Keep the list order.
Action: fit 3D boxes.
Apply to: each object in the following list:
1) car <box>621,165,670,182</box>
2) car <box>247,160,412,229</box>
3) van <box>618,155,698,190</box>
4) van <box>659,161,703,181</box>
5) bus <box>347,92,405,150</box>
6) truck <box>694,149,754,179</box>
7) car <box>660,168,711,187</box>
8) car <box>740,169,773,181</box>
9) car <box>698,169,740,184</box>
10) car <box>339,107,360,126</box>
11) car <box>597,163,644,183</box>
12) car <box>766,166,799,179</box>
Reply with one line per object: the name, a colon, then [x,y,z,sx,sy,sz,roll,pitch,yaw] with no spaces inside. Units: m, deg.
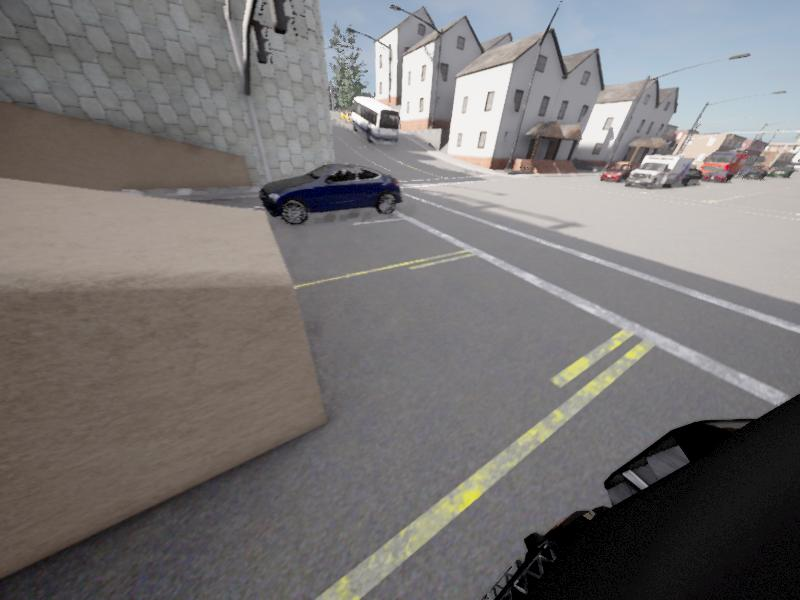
car: [28.692,-14.801,26.997,4.902,1.511,2.128,-15,37,-25]
car: [-2.273,-4.011,8.380,5.027,1.651,2.152,-18,39,-28]
van: [23.316,-11.556,20.879,6.366,2.431,2.351,-15,37,-25]
van: [38.087,-17.527,31.297,4.480,2.038,2.069,-15,37,-24]
bus: [-3.830,-25.323,32.611,3.944,4.253,10.273,-15,51,-25]
truck: [53.233,-22.301,37.986,8.468,3.827,2.891,-15,37,-25]
car: [30.068,-12.967,24.341,4.892,1.490,1.837,-15,37,-25]
car: [57.806,-20.357,37.493,4.892,1.490,1.837,-14,37,-25]
car: [40.321,-15.648,29.238,4.181,1.385,1.994,-15,37,-25]
car: [-8.804,-31.646,39.728,1.801,1.575,5.366,-15,50,-26]
car: [23.247,-13.396,24.398,3.988,1.617,1.851,-15,37,-25]
car: [76.699,-25.622,46.295,5.566,2.045,2.150,-15,37,-25]
